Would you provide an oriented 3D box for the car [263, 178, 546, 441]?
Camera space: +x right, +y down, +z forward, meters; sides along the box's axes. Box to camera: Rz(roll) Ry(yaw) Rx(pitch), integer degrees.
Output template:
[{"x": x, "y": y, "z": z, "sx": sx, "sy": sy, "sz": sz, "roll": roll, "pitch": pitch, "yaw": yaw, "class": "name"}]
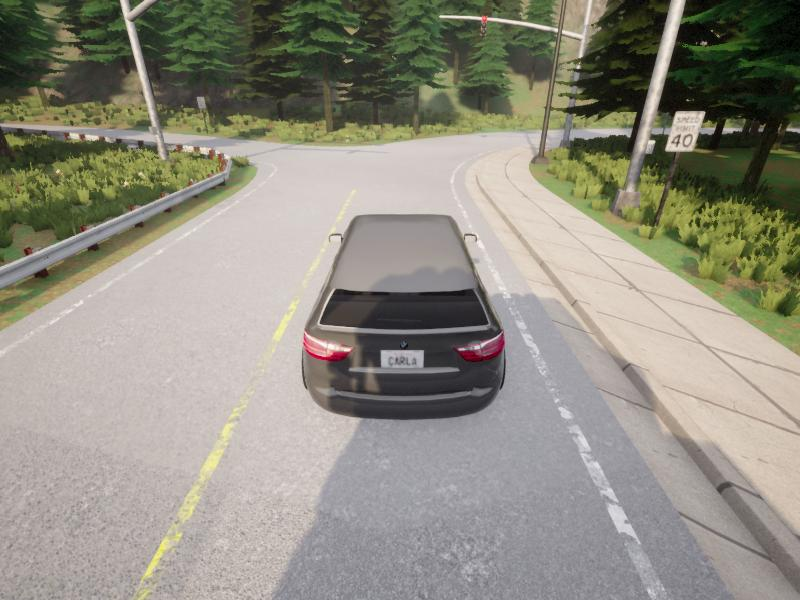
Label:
[{"x": 0.043, "y": -0.414, "z": 5.591, "sx": 2.242, "sy": 1.667, "sz": 4.611, "roll": 0, "pitch": 27, "yaw": 0, "class": "car"}]
